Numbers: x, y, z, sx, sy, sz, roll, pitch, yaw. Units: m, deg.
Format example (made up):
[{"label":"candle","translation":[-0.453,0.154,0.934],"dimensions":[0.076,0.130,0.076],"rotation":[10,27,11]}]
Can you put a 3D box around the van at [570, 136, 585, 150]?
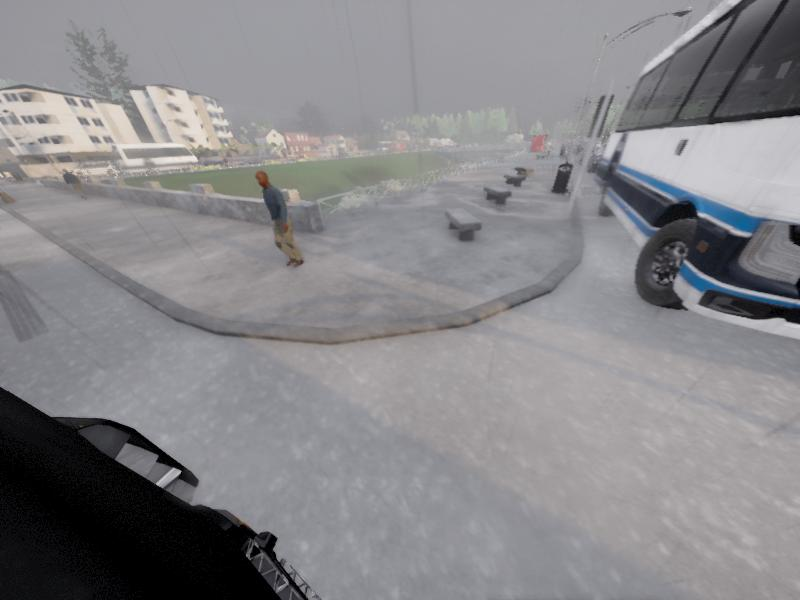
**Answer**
[{"label":"van","translation":[41.256,-36.665,53.863],"dimensions":[1.988,2.561,5.915],"rotation":[16,38,26]}]

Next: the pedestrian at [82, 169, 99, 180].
[{"label":"pedestrian","translation":[-41.341,-16.762,30.857],"dimensions":[0.751,1.300,0.751],"rotation":[17,38,27]}]

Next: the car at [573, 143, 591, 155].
[{"label":"car","translation":[30.019,-25.049,38.181],"dimensions":[1.816,1.474,4.193],"rotation":[16,38,26]}]

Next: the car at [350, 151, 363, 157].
[{"label":"car","translation":[-15.556,-52.416,82.857],"dimensions":[1.994,1.385,4.181],"rotation":[16,38,26]}]

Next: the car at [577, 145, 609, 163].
[{"label":"car","translation":[20.503,-15.631,24.681],"dimensions":[1.970,1.475,3.806],"rotation":[16,38,26]}]

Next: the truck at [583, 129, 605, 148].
[{"label":"truck","translation":[51.963,-43.385,62.075],"dimensions":[2.891,3.827,8.468],"rotation":[16,38,26]}]

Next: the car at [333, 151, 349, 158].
[{"label":"car","translation":[-19.672,-48.453,76.960],"dimensions":[1.930,1.638,5.238],"rotation":[16,38,26]}]

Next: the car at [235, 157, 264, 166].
[{"label":"car","translation":[-35.463,-32.731,54.630],"dimensions":[2.033,1.411,5.357],"rotation":[16,38,26]}]

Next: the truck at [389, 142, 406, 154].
[{"label":"truck","translation":[-0.835,-63.626,96.464],"dimensions":[2.891,3.827,8.468],"rotation":[16,38,26]}]

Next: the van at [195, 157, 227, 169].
[{"label":"van","translation":[-39.646,-28.843,48.552],"dimensions":[1.775,1.987,4.442],"rotation":[16,38,26]}]

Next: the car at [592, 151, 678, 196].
[{"label":"car","translation":[11.055,-6.282,11.282],"dimensions":[1.970,1.475,3.806],"rotation":[16,38,26]}]

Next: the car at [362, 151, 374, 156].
[{"label":"car","translation":[-11.223,-52.290,82.348],"dimensions":[1.994,1.385,4.181],"rotation":[16,38,26]}]

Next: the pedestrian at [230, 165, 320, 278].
[{"label":"pedestrian","translation":[-2.296,-1.487,4.440],"dimensions":[0.751,1.860,0.751],"rotation":[21,40,31]}]

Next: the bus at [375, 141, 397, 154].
[{"label":"bus","translation":[-5.665,-63.320,95.970],"dimensions":[3.944,4.253,10.273],"rotation":[16,38,26]}]

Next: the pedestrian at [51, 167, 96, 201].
[{"label":"pedestrian","translation":[-20.873,-7.450,14.809],"dimensions":[0.751,1.860,0.751],"rotation":[16,38,26]}]

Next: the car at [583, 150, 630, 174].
[{"label":"car","translation":[15.456,-10.553,17.561],"dimensions":[1.895,1.301,4.718],"rotation":[16,38,26]}]

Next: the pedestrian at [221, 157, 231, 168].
[{"label":"pedestrian","translation":[-32.539,-25.724,43.211],"dimensions":[0.751,1.860,0.751],"rotation":[16,38,26]}]

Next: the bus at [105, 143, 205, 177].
[{"label":"bus","translation":[-41.049,-24.163,39.552],"dimensions":[3.944,4.253,10.273],"rotation":[16,38,26]}]

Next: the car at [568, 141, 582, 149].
[{"label":"car","translation":[45.453,-40.359,60.070],"dimensions":[2.242,1.667,4.611],"rotation":[16,38,26]}]

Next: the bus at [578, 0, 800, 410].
[{"label":"bus","translation":[6.851,-3.120,4.313],"dimensions":[3.944,4.253,10.273],"rotation":[15,38,25]}]

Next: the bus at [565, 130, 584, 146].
[{"label":"bus","translation":[60.701,-56.512,80.833],"dimensions":[3.944,4.253,10.273],"rotation":[16,38,26]}]

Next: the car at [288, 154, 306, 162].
[{"label":"car","translation":[-28.579,-39.595,64.361],"dimensions":[1.851,1.617,3.988],"rotation":[16,38,26]}]

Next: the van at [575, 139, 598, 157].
[{"label":"van","translation":[25.964,-21.258,32.303],"dimensions":[1.775,1.987,4.442],"rotation":[16,38,26]}]

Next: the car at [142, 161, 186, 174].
[{"label":"car","translation":[-43.659,-24.722,42.949],"dimensions":[1.930,1.638,5.238],"rotation":[16,38,26]}]

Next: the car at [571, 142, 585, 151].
[{"label":"car","translation":[37.073,-32.022,48.201],"dimensions":[1.812,1.442,4.674],"rotation":[16,38,26]}]

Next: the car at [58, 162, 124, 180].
[{"label":"car","translation":[-48.283,-20.324,36.292],"dimensions":[2.150,2.045,5.566],"rotation":[16,38,26]}]
